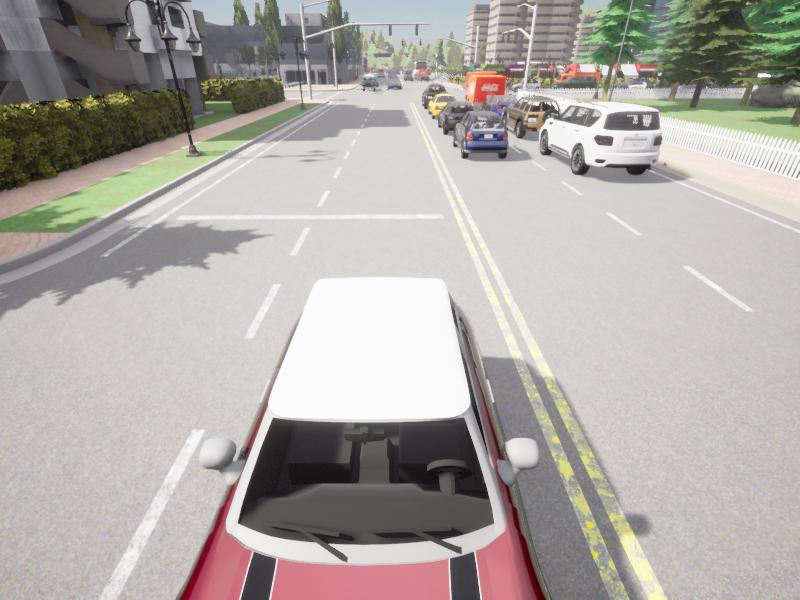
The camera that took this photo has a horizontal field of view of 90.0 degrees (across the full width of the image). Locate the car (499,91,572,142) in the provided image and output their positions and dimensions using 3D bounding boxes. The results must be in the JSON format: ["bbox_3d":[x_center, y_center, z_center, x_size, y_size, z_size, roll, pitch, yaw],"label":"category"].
[{"bbox_3d":[6.583,-9.310,20.104,1.932,1.855,4.605,0,30,-1],"label":"car"}]

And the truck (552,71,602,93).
[{"bbox_3d":[23.859,-29.601,54.284,5.204,2.467,2.627,-1,30,-2],"label":"truck"}]

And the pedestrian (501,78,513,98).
[{"bbox_3d":[11.221,-22.274,41.977,0.751,1.860,0.751,0,30,1],"label":"pedestrian"}]

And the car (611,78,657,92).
[{"bbox_3d":[31.962,-29.400,54.744,4.856,1.649,2.033,-1,30,-2],"label":"car"}]

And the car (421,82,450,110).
[{"bbox_3d":[2.904,-17.075,33.404,1.932,1.855,4.605,0,30,-1],"label":"car"}]

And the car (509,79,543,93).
[{"bbox_3d":[17.070,-29.144,54.346,3.988,1.617,1.851,0,30,0],"label":"car"}]

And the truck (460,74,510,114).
[{"bbox_3d":[6.432,-16.073,31.101,2.627,2.467,5.204,0,30,-1],"label":"truck"}]

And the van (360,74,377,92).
[{"bbox_3d":[-4.404,-30.497,56.239,2.069,2.038,4.480,0,30,-1],"label":"van"}]

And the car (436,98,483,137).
[{"bbox_3d":[3.065,-9.828,21.392,1.816,1.474,4.193,0,30,-1],"label":"car"}]

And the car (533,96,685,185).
[{"bbox_3d":[6.667,-5.727,13.800,2.150,2.045,5.566,0,30,-1],"label":"car"}]

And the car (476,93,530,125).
[{"bbox_3d":[6.507,-12.431,25.843,2.163,1.488,4.792,0,30,-1],"label":"car"}]

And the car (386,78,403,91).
[{"bbox_3d":[-0.889,-31.840,59.091,2.163,1.488,4.792,-2,30,-4],"label":"car"}]

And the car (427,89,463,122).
[{"bbox_3d":[2.985,-13.395,27.396,1.801,1.575,5.366,0,30,-1],"label":"car"}]

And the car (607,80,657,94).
[{"bbox_3d":[29.867,-27.545,51.682,4.974,1.542,2.038,-1,30,-2],"label":"car"}]

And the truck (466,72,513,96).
[{"bbox_3d":[10.621,-25.945,48.008,5.204,2.467,2.627,5,31,8],"label":"truck"}]

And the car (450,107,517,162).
[{"bbox_3d":[3.141,-6.677,15.916,1.789,1.549,3.705,0,30,-1],"label":"car"}]

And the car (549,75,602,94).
[{"bbox_3d":[22.421,-27.630,51.316,5.566,2.045,2.150,-1,30,-2],"label":"car"}]

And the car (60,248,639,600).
[{"bbox_3d":[-0.172,1.065,2.755,1.970,1.475,3.806,0,30,0],"label":"car"}]
